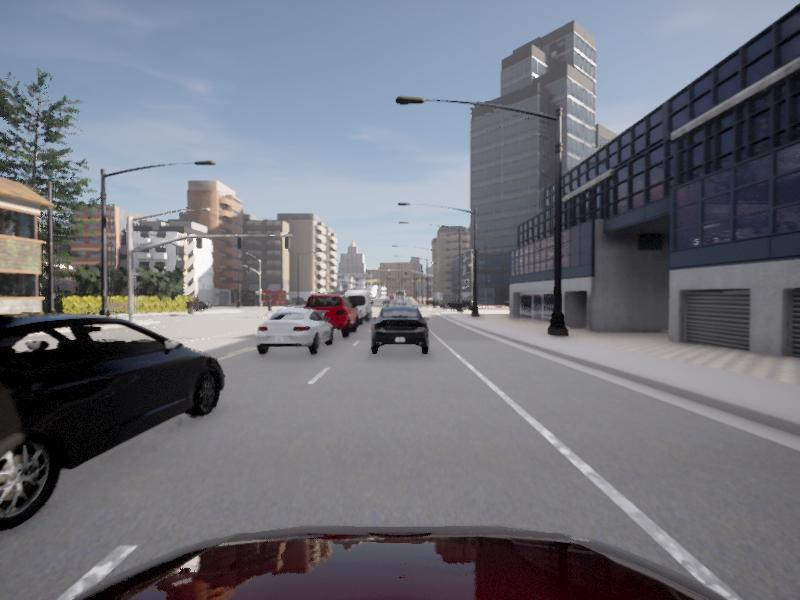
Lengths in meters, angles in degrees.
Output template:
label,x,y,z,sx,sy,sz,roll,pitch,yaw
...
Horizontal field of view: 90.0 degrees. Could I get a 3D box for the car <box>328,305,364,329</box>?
label,x,y,z,sx,sy,sz,roll,pitch,yaw
car,-3.593,1.077,27.483,1.812,1.442,4.674,0,0,0

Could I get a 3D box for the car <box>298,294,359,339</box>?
label,x,y,z,sx,sy,sz,roll,pitch,yaw
car,-3.516,0.761,20.809,2.150,2.045,5.566,0,0,0

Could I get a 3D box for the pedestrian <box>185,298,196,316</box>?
label,x,y,z,sx,sy,sz,roll,pitch,yaw
pedestrian,-22.075,0.730,42.110,0.751,1.860,0.751,0,1,-6

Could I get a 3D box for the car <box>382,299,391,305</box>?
label,x,y,z,sx,sy,sz,roll,pitch,yaw
car,-3.506,0.497,106.108,2.128,1.511,4.902,0,0,0

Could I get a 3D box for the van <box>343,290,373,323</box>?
label,x,y,z,sx,sy,sz,roll,pitch,yaw
van,-3.520,0.478,34.650,1.988,2.561,5.915,0,1,0

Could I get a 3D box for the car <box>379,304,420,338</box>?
label,x,y,z,sx,sy,sz,roll,pitch,yaw
car,-0.007,1.017,21.108,1.882,1.535,5.008,0,0,0

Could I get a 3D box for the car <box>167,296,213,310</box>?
label,x,y,z,sx,sy,sz,roll,pitch,yaw
car,-30.080,0.431,57.438,5.566,2.045,2.150,0,1,0

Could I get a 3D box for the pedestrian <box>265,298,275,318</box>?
label,x,y,z,sx,sy,sz,roll,pitch,yaw
pedestrian,-12.637,0.764,38.816,0.751,1.860,0.751,-1,1,-34

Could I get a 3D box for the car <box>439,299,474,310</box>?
label,x,y,z,sx,sy,sz,roll,pitch,yaw
car,8.563,0.636,60.621,5.008,1.535,1.882,0,1,0

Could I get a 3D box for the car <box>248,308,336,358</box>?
label,x,y,z,sx,sy,sz,roll,pitch,yaw
car,-3.504,1.001,13.930,1.812,1.442,4.674,0,-1,0

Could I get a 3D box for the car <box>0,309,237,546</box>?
label,x,y,z,sx,sy,sz,roll,pitch,yaw
car,-3.503,0.872,4.249,1.816,1.474,4.193,0,0,0

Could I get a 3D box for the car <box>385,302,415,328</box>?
label,x,y,z,sx,sy,sz,roll,pitch,yaw
car,-0.021,0.980,28.415,1.930,1.638,5.238,0,0,0

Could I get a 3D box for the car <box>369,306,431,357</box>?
label,x,y,z,sx,sy,sz,roll,pitch,yaw
car,-0.002,0.978,14.220,1.837,1.490,4.892,0,-1,0
